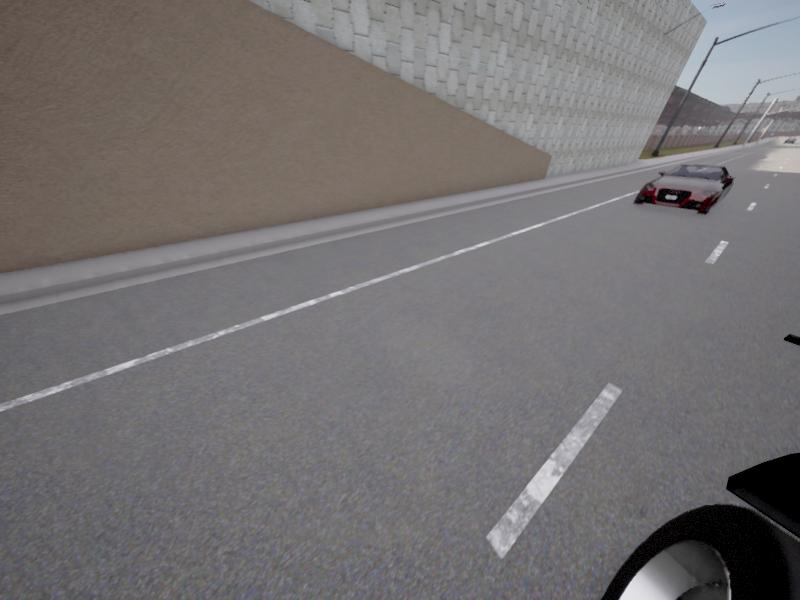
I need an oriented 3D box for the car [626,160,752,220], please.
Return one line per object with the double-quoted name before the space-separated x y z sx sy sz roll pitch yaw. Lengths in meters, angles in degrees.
"car" 10.977 -4.348 8.787 4.181 1.385 1.994 -22 41 -28
